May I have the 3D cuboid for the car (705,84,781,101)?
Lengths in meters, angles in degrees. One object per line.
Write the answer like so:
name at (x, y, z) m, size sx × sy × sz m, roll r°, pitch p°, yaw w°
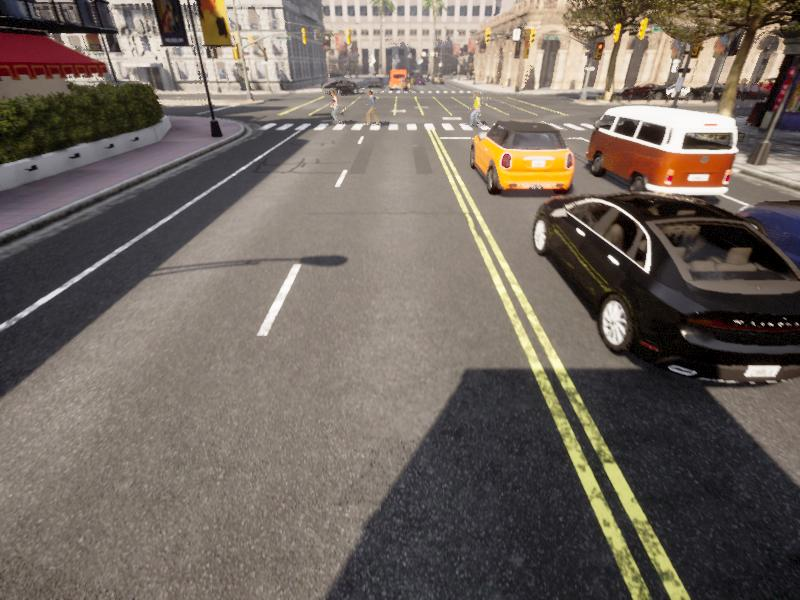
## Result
car at (33.727, -20.454, 39.459) m, size 5.357 × 1.411 × 2.033 m, roll 0°, pitch 30°, yaw 0°

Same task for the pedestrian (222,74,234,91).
pedestrian at (-21.757, -27.512, 50.614) m, size 0.751 × 1.860 × 0.751 m, roll 1°, pitch 30°, yaw 2°

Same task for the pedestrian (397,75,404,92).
pedestrian at (0.084, -27.674, 51.213) m, size 0.751 × 1.860 × 0.751 m, roll 8°, pitch 31°, yaw 13°

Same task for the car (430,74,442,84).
car at (6.875, -42.517, 76.870) m, size 1.845 × 1.501 × 3.633 m, roll 0°, pitch 30°, yaw 0°

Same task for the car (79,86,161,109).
car at (-22.722, -16.577, 32.663) m, size 4.974 × 1.542 × 2.038 m, roll 0°, pitch 30°, yaw 0°

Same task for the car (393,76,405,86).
car at (-0.196, -37.242, 68.040) m, size 1.994 × 1.385 × 4.181 m, roll 0°, pitch 30°, yaw 1°

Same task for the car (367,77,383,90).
car at (-3.696, -32.195, 59.417) m, size 2.033 × 1.411 × 5.357 m, roll 0°, pitch 30°, yaw 0°

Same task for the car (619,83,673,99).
car at (26.049, -22.231, 42.502) m, size 4.181 × 1.385 × 1.994 m, roll 0°, pitch 30°, yaw 0°

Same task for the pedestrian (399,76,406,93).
pedestrian at (0.301, -27.345, 50.651) m, size 0.751 × 1.860 × 0.751 m, roll 2°, pitch 30°, yaw 3°

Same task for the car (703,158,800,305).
car at (6.955, -0.465, 5.164) m, size 2.152 × 1.651 × 5.027 m, roll 0°, pitch 30°, yaw 0°

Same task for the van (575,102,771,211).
van at (6.943, -4.164, 11.050) m, size 2.069 × 2.038 × 4.480 m, roll 0°, pitch 30°, yaw 0°

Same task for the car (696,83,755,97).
car at (36.780, -23.827, 45.293) m, size 4.718 × 1.301 × 1.895 m, roll 0°, pitch 30°, yaw 0°

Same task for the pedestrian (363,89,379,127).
pedestrian at (-1.609, -10.659, 22.233) m, size 0.751 × 1.860 × 0.751 m, roll 1°, pitch 30°, yaw 2°

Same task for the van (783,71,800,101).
van at (41.899, -20.932, 39.150) m, size 5.915 × 2.561 × 1.988 m, roll 0°, pitch 30°, yaw 0°

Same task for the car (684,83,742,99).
car at (33.130, -22.213, 42.478) m, size 4.181 × 1.385 × 1.994 m, roll 1°, pitch 30°, yaw 1°

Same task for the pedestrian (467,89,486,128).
pedestrian at (4.175, -10.508, 21.982) m, size 0.751 × 1.860 × 0.751 m, roll 2°, pitch 30°, yaw 3°

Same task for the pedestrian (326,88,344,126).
pedestrian at (-3.680, -10.965, 22.753) m, size 0.751 × 1.860 × 0.751 m, roll 0°, pitch 30°, yaw 0°

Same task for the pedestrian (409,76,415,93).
pedestrian at (1.485, -27.242, 50.478) m, size 0.751 × 1.860 × 0.751 m, roll -1°, pitch 30°, yaw -1°

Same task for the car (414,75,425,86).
car at (3.310, -37.767, 68.833) m, size 1.816 × 1.474 × 4.193 m, roll 0°, pitch 30°, yaw 0°

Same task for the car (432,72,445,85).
car at (6.830, -39.645, 71.635) m, size 1.932 × 1.855 × 4.605 m, roll 0°, pitch 30°, yaw 0°

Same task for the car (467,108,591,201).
car at (3.440, -4.461, 11.796) m, size 2.097 × 1.767 × 4.553 m, roll 0°, pitch 30°, yaw 0°

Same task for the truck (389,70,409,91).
truck at (-0.183, -30.340, 55.199) m, size 2.627 × 2.467 × 5.204 m, roll 0°, pitch 30°, yaw 0°

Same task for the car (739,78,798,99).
car at (38.871, -22.431, 42.340) m, size 3.866 × 1.878 × 1.905 m, roll 0°, pitch 30°, yaw 0°

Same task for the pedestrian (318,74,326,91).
pedestrian at (-9.920, -27.682, 50.914) m, size 0.751 × 1.860 × 0.751 m, roll -1°, pitch 30°, yaw -2°

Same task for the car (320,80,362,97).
car at (-6.753, -24.515, 46.236) m, size 1.837 × 1.490 × 4.892 m, roll 21°, pitch 36°, yaw 30°

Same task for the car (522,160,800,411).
car at (3.457, -0.758, 5.787) m, size 1.837 × 1.490 × 4.892 m, roll 0°, pitch 30°, yaw 0°

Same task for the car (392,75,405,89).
car at (-0.198, -33.467, 61.342) m, size 1.930 × 1.638 × 5.238 m, roll 0°, pitch 30°, yaw 0°

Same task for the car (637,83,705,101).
car at (26.595, -20.533, 39.451) m, size 4.974 × 1.542 × 2.038 m, roll 0°, pitch 30°, yaw 0°

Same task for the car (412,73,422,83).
car at (3.363, -44.299, 79.792) m, size 1.930 × 1.638 × 5.238 m, roll 0°, pitch 30°, yaw 1°
